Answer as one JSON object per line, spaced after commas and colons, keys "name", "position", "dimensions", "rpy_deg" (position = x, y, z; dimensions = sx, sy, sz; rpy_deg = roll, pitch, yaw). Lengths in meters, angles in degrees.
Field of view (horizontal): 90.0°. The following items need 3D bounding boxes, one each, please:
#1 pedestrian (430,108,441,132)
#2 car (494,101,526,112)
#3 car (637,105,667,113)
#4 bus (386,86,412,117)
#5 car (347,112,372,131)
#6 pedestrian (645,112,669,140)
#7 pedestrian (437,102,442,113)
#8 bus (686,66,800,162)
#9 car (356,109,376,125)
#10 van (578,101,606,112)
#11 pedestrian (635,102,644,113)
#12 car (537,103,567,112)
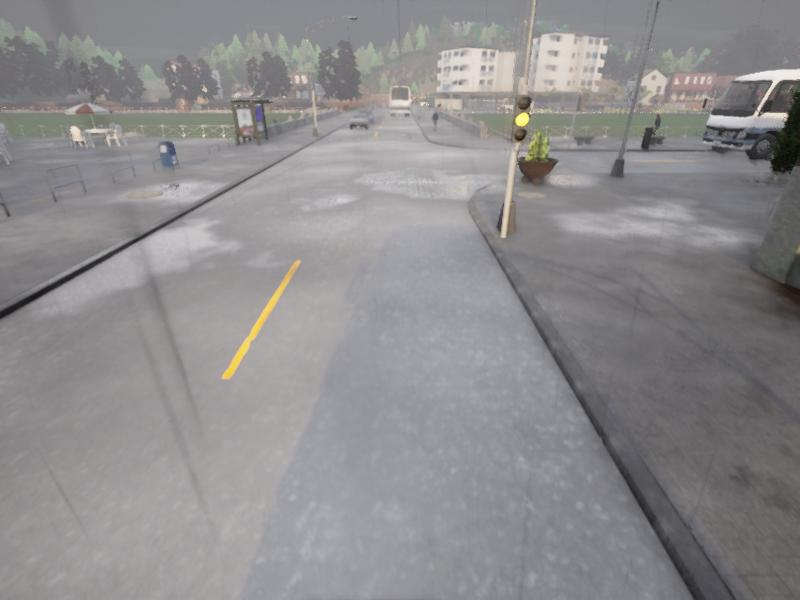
{"name": "pedestrian", "position": [3.122, -15.802, 35.140], "dimensions": [0.751, 1.860, 0.751], "rpy_deg": [10, 29, 18]}
{"name": "car", "position": [22.102, -38.958, 80.483], "dimensions": [5.566, 2.045, 2.150], "rpy_deg": [0, 27, 0]}
{"name": "car", "position": [48.469, -36.801, 77.075], "dimensions": [4.181, 1.385, 1.994], "rpy_deg": [0, 27, 0]}
{"name": "bus", "position": [-0.108, -32.877, 66.113], "dimensions": [3.944, 4.253, 10.273], "rpy_deg": [0, 27, 0]}
{"name": "car", "position": [-3.984, -18.071, 40.356], "dimensions": [2.033, 1.411, 5.357], "rpy_deg": [0, 27, 0]}
{"name": "pedestrian", "position": [18.749, -12.712, 29.214], "dimensions": [0.751, 1.860, 0.751], "rpy_deg": [1, 27, 1]}
{"name": "pedestrian", "position": [7.586, -36.700, 76.175], "dimensions": [0.751, 1.860, 0.751], "rpy_deg": [10, 29, 18]}
{"name": "bus", "position": [22.409, -9.938, 21.445], "dimensions": [10.273, 4.253, 3.944], "rpy_deg": [0, 27, -1]}
{"name": "car", "position": [-3.994, -21.698, 47.287], "dimensions": [2.007, 1.525, 4.514], "rpy_deg": [0, 27, 0]}
{"name": "van", "position": [38.513, -38.908, 80.498], "dimensions": [4.442, 1.987, 1.775], "rpy_deg": [0, 27, 0]}
{"name": "pedestrian", "position": [43.202, -34.743, 72.246], "dimensions": [0.751, 1.860, 0.751], "rpy_deg": [0, 27, -1]}
{"name": "car", "position": [30.567, -38.767, 80.578], "dimensions": [5.238, 1.638, 1.930], "rpy_deg": [0, 27, 0]}
